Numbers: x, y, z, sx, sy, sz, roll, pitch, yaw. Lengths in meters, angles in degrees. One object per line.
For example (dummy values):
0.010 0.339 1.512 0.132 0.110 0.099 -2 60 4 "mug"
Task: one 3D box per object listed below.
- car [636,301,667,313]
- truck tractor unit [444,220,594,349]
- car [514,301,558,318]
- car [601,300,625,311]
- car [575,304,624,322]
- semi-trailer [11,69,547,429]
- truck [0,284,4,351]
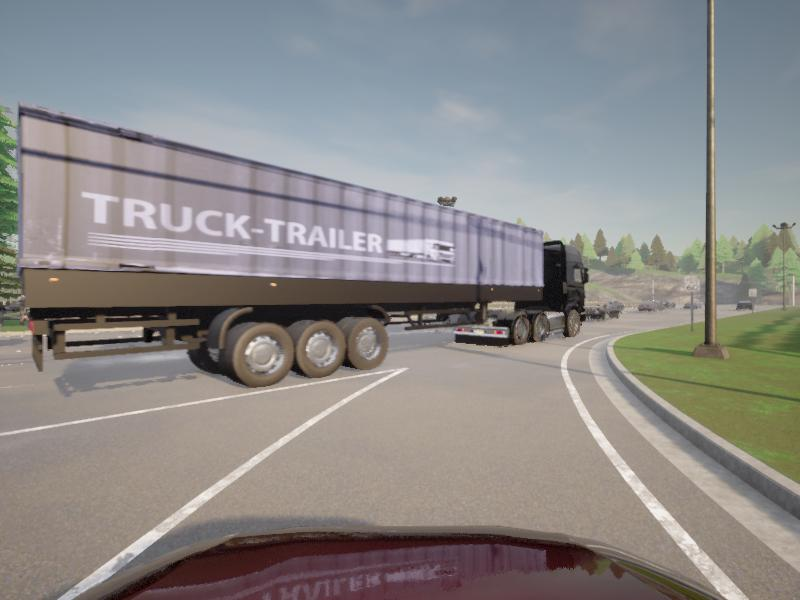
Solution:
33.160 0.894 52.721 5.357 1.411 2.033 0 0 -41 "car"
5.081 -0.525 16.354 6.516 4.208 3.053 0 0 -44 "truck tractor unit"
13.185 0.823 38.490 5.008 1.535 1.882 0 0 -43 "car"
33.182 0.828 62.196 4.514 1.525 2.007 0 0 -43 "car"
15.611 0.943 31.152 4.718 1.301 1.895 0 0 -43 "car"
-0.595 -0.619 10.838 14.254 4.402 2.717 0 0 -44 "semi-trailer"
-15.621 0.542 11.273 6.274 2.098 2.390 0 0 -43 "truck"
